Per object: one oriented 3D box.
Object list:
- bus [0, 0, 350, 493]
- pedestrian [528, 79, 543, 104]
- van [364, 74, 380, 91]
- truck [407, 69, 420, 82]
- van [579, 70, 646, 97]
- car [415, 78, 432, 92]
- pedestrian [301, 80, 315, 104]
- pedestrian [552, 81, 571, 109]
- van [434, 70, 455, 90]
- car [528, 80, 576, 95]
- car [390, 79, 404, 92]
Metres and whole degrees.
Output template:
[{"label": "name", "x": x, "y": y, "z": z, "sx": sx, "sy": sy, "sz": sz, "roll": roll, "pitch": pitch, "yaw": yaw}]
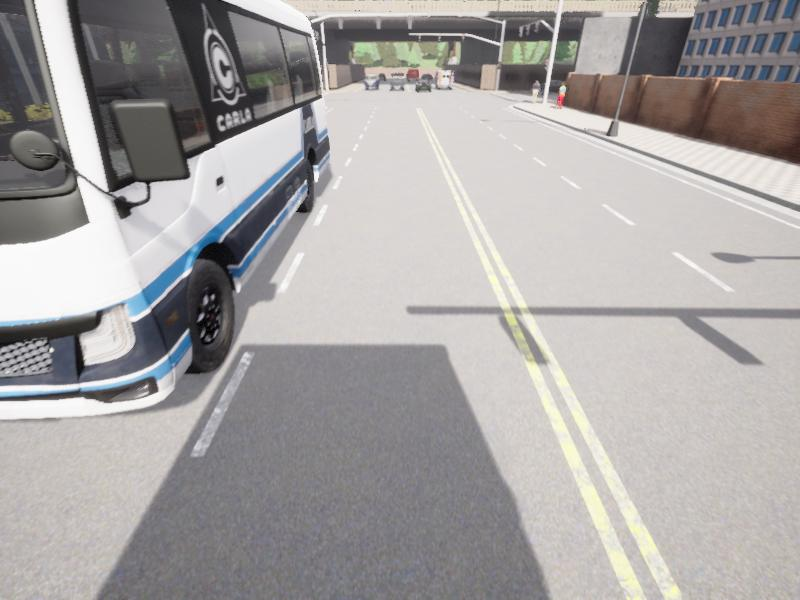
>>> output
[{"label": "bus", "x": -3.478, "y": -2.847, "z": 6.645, "sx": 3.944, "sy": 4.253, "sz": 10.273, "roll": 0, "pitch": 30, "yaw": 0}, {"label": "pedestrian", "x": 11.603, "y": -17.880, "z": 34.309, "sx": 0.751, "sy": 1.860, "sz": 0.751, "roll": -2, "pitch": 30, "yaw": -4}, {"label": "van", "x": -3.985, "y": -30.992, "z": 56.974, "sx": 1.775, "sy": 1.987, "sz": 4.442, "roll": 1, "pitch": 30, "yaw": 2}, {"label": "truck", "x": 2.954, "y": -49.483, "z": 88.091, "sx": 2.627, "sy": 2.467, "sz": 5.204, "roll": 0, "pitch": 30, "yaw": 0}, {"label": "van", "x": 23.574, "y": -24.125, "z": 44.606, "sx": 5.915, "sy": 2.561, "sz": 1.988, "roll": 0, "pitch": 30, "yaw": 0}, {"label": "car", "x": 3.143, "y": -29.172, "z": 54.262, "sx": 2.038, "sy": 1.542, "sz": 4.974, "roll": 0, "pitch": 30, "yaw": 0}, {"label": "pedestrian", "x": -8.387, "y": -19.032, "z": 36.558, "sx": 0.751, "sy": 1.860, "sz": 0.751, "roll": 18, "pitch": 35, "yaw": 27}, {"label": "pedestrian", "x": 12.245, "y": -15.508, "z": 30.306, "sx": 0.751, "sy": 1.860, "sz": 0.751, "roll": -5, "pitch": 31, "yaw": -8}, {"label": "van", "x": 6.609, "y": -33.348, "z": 60.561, "sx": 2.351, "sy": 2.431, "sz": 6.366, "roll": 0, "pitch": 30, "yaw": 0}, {"label": "car", "x": 18.138, "y": -25.446, "z": 47.892, "sx": 4.892, "sy": 1.490, "sz": 1.837, "roll": 0, "pitch": 30, "yaw": 0}, {"label": "car", "x": -0.361, "y": -29.465, "z": 54.903, "sx": 1.812, "sy": 1.442, "sz": 4.674, "roll": 0, "pitch": 30, "yaw": 0}]
